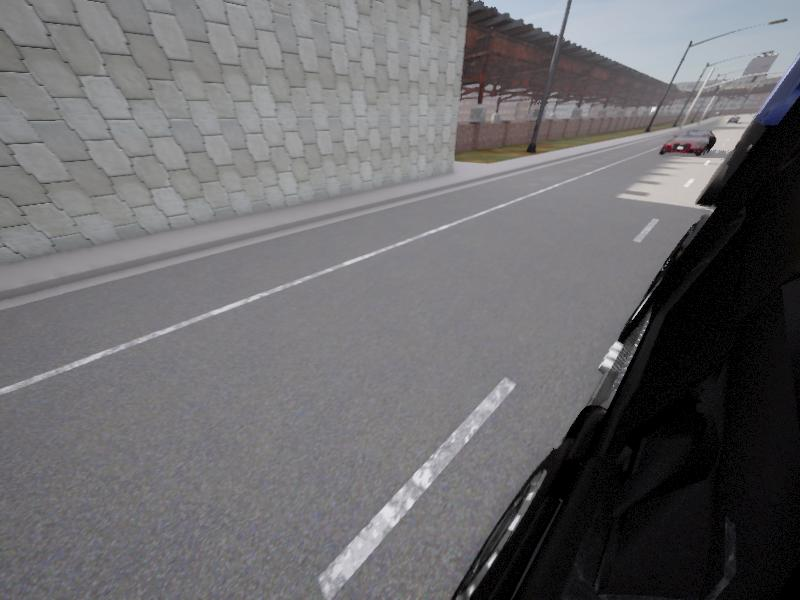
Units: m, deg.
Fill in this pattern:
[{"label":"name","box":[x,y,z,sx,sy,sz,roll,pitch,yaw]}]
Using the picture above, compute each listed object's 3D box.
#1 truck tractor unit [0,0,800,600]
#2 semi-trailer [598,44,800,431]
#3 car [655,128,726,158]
[{"label":"truck tractor unit","box":[2.645,-0.295,0.351,6.516,4.208,3.053,-28,44,-30]},{"label":"semi-trailer","box":[8.701,-3.586,4.252,14.254,4.402,2.717,-28,44,-30]},{"label":"car","box":[19.569,-10.622,15.581,4.181,1.385,1.994,-25,42,-27]}]
